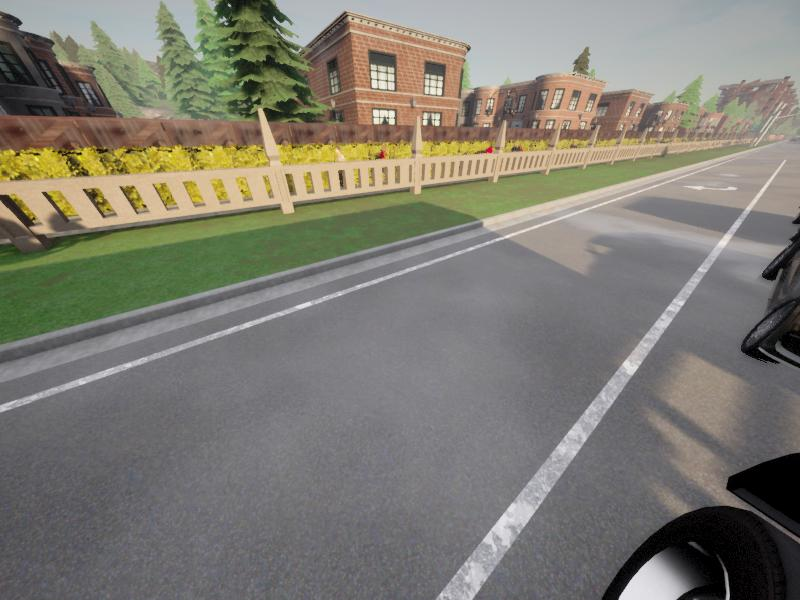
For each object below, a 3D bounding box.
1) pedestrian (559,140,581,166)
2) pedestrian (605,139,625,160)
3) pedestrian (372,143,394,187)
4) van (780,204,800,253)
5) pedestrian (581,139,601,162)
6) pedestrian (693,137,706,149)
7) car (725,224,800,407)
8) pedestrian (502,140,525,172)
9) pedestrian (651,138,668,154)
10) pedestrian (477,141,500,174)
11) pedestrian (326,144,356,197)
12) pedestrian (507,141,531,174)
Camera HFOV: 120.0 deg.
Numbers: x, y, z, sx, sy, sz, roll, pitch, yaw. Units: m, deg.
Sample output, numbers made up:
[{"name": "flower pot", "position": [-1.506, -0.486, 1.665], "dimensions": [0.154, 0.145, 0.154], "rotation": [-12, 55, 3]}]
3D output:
[{"name": "pedestrian", "position": [14.414, -12.480, 19.609], "dimensions": [0.751, 1.860, 0.751], "rotation": [-23, 41, -29]}, {"name": "pedestrian", "position": [23.386, -16.400, 25.112], "dimensions": [0.751, 1.860, 0.751], "rotation": [-25, 42, -31]}, {"name": "pedestrian", "position": [-0.834, -6.924, 11.826], "dimensions": [0.751, 1.860, 0.751], "rotation": [-22, 41, -28]}, {"name": "van", "position": [11.567, -2.375, 5.483], "dimensions": [4.442, 1.987, 1.775], "rotation": [-22, 41, -28]}, {"name": "pedestrian", "position": [19.163, -15.029, 23.196], "dimensions": [0.751, 1.860, 0.751], "rotation": [-23, 41, -29]}, {"name": "pedestrian", "position": [58.502, -30.676, 45.148], "dimensions": [0.751, 1.860, 0.751], "rotation": [-22, 41, -28]}, {"name": "car", "position": [6.485, -0.149, 2.685], "dimensions": [5.027, 1.651, 2.152], "rotation": [-22, 41, -28]}, {"name": "pedestrian", "position": [8.149, -10.386, 16.679], "dimensions": [0.751, 1.860, 0.751], "rotation": [-22, 40, -27]}, {"name": "pedestrian", "position": [37.196, -22.089, 33.094], "dimensions": [0.751, 1.860, 0.751], "rotation": [-22, 41, -28]}, {"name": "pedestrian", "position": [5.942, -9.577, 15.547], "dimensions": [0.751, 1.860, 0.751], "rotation": [-19, 39, -24]}, {"name": "pedestrian", "position": [-2.472, -5.482, 9.791], "dimensions": [0.751, 1.860, 0.751], "rotation": [-22, 41, -28]}, {"name": "pedestrian", "position": [8.135, -9.806, 15.857], "dimensions": [0.751, 1.860, 0.751], "rotation": [-22, 41, -28]}]
